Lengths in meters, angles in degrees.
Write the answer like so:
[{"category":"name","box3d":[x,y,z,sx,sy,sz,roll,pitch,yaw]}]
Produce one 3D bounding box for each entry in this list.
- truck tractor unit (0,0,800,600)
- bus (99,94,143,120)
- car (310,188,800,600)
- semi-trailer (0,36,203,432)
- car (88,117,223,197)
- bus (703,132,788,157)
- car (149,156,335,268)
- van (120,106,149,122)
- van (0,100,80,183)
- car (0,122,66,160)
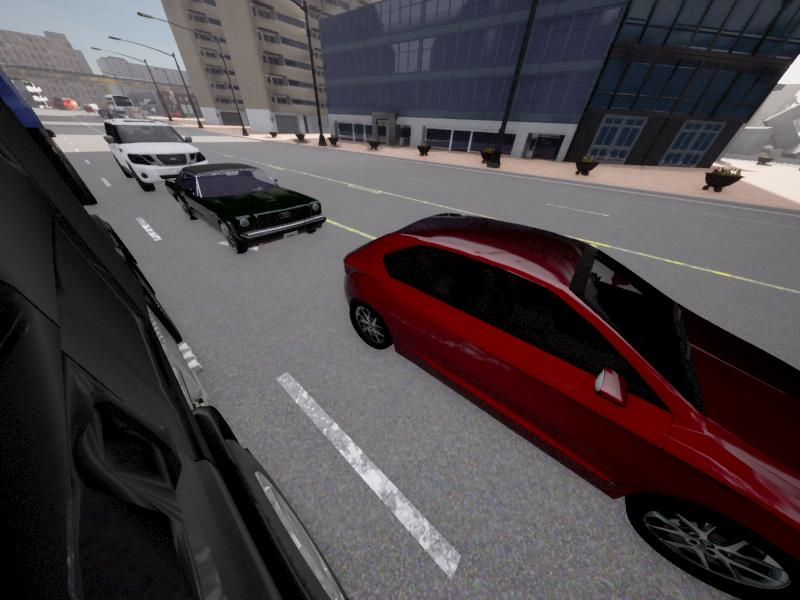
[{"category":"truck tractor unit","box3d":[-2.645,-0.295,0.351,6.516,4.208,3.053,28,44,30]},{"category":"bus","box3d":[-66.087,-45.762,54.702,10.273,4.253,3.944,29,44,29]},{"category":"car","box3d":[1.278,0.189,2.243,4.193,1.474,1.816,28,44,30]},{"category":"semi-trailer","box3d":[-8.755,-3.565,4.172,14.254,4.402,2.717,27,43,29]},{"category":"car","box3d":[-9.754,-5.873,9.176,5.566,2.045,2.150,28,44,30]},{"category":"bus","box3d":[83.927,-38.214,56.608,10.273,4.253,3.944,21,41,21]},{"category":"car","box3d":[-3.915,-2.477,5.626,4.718,1.301,1.895,28,44,30]},{"category":"van","box3d":[-57.460,-40.260,50.018,6.366,2.431,2.351,29,44,28]},{"category":"van","box3d":[-16.569,-6.882,9.791,6.366,2.431,2.351,28,44,30]},{"category":"car","box3d":[-22.275,-9.523,13.726,4.902,1.511,2.128,28,44,30]}]
